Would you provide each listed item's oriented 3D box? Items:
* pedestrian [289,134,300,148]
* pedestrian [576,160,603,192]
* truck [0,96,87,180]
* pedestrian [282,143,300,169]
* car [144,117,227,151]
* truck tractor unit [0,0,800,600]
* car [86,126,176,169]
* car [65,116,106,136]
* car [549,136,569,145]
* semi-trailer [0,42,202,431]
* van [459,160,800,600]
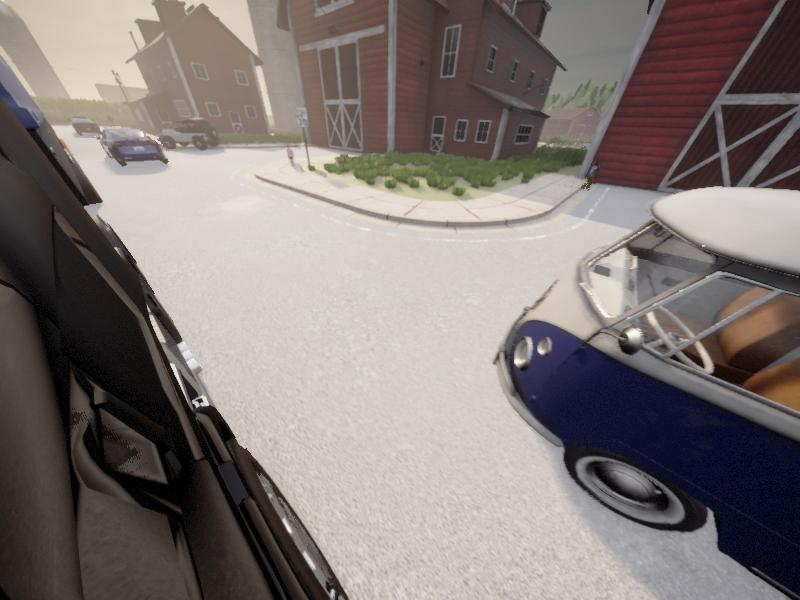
[{"bbox_3d":[-9.819,-14.768,21.460,0.500,1.100,0.500,27,43,29],"label":"pedestrian"},{"bbox_3d":[8.248,-5.409,10.077,0.500,1.100,0.500,23,41,25],"label":"pedestrian"},{"bbox_3d":[-16.272,-6.888,9.689,5.204,2.467,2.627,28,44,30],"label":"truck"},{"bbox_3d":[-5.680,-7.553,12.096,0.500,1.100,0.500,1,37,-2],"label":"pedestrian"},{"bbox_3d":[-16.210,-12.764,17.731,3.866,1.878,1.905,-1,43,-2],"label":"car"},{"bbox_3d":[-2.645,-0.295,0.351,6.516,4.208,3.053,28,44,30],"label":"truck tractor unit"},{"bbox_3d":[-14.565,-8.354,12.478,4.792,1.488,2.163,28,44,30],"label":"car"},{"bbox_3d":[-35.847,-19.817,26.285,5.238,1.638,1.930,28,44,30],"label":"car"},{"bbox_3d":[43.852,-44.014,63.629,3.866,1.878,1.905,29,44,30],"label":"car"},{"bbox_3d":[-8.698,-3.615,4.215,14.254,4.402,2.717,28,44,30],"label":"semi-trailer"},{"bbox_3d":[2.868,0.827,1.056,4.442,1.987,1.775,28,44,30],"label":"van"}]
